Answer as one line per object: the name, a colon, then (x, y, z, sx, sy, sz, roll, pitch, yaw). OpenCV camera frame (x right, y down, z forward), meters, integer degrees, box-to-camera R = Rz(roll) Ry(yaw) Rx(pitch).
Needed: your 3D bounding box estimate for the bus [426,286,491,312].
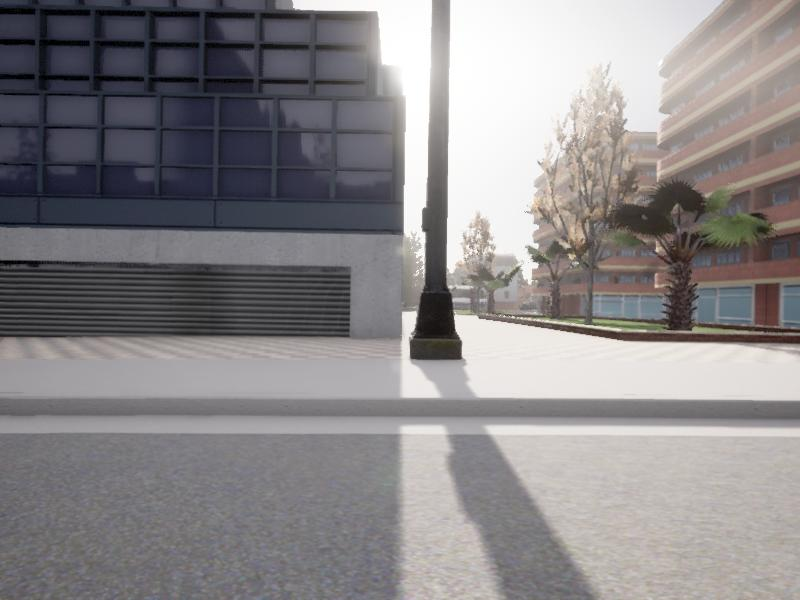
bus: (9.556, -0.180, 66.587, 10.273, 4.253, 3.944, 0, 0, 0)

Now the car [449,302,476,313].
car: (9.767, 1.139, 62.964, 3.988, 1.617, 1.851, 1, 0, 0)

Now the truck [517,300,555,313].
truck: (25.267, 1.184, 74.524, 6.274, 2.098, 2.390, 1, 0, 0)
